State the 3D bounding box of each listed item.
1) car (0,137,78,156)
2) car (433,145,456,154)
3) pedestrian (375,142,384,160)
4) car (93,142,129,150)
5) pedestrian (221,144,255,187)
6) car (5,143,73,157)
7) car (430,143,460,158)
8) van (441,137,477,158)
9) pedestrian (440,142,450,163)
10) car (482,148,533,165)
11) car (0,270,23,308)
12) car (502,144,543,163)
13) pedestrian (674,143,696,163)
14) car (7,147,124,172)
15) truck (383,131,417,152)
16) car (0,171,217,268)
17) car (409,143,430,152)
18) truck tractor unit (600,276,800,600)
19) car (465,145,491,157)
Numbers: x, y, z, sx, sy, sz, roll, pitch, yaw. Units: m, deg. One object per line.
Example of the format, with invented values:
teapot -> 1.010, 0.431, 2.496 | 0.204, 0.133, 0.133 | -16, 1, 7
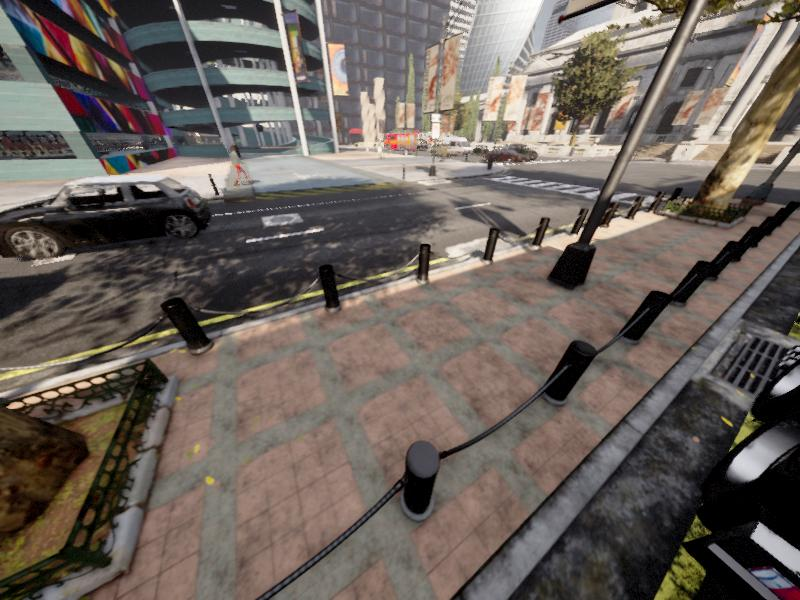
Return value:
car -> -50.148, -21.333, 32.111 | 5.566, 2.045, 2.435 | -18, 39, -24
car -> 8.636, -29.515, 45.280 | 1.994, 1.385, 4.181 | -18, 39, -25
pedestrian -> -2.522, -18.561, 28.711 | 0.751, 1.860, 0.751 | -26, 43, -32
car -> -67.619, -36.238, 54.203 | 4.892, 1.490, 1.837 | -18, 39, -24
pedestrian -> -8.360, -6.959, 11.994 | 0.751, 1.860, 0.751 | -29, 44, -35
car -> -50.200, -20.995, 32.310 | 4.514, 1.523, 2.007 | -18, 39, -24
car -> 6.915, -23.414, 36.054 | 1.932, 1.855, 4.605 | -18, 39, -24
van -> 9.513, -25.121, 37.947 | 1.988, 2.561, 5.915 | -18, 39, -24
pedestrian -> 4.888, -16.063, 25.182 | 0.751, 1.860, 0.751 | -5, 35, -8
car -> 12.753, -17.367, 27.837 | 2.033, 1.411, 5.357 | -18, 39, -24
car -> -8.458, 0.378, 2.081 | 4.892, 1.490, 1.837 | -18, 39, -24
car -> 15.543, -18.813, 29.503 | 1.905, 1.878, 3.866 | -18, 39, -24
pedestrian -> 33.140, -17.102, 26.903 | 0.751, 1.860, 0.751 | -18, 39, -24
car -> -26.756, -11.541, 18.834 | 4.902, 1.511, 2.128 | -18, 39, -24
truck -> -0.128, -37.159, 54.042 | 2.891, 3.827, 8.468 | -28, 44, -35
car -> -7.356, -2.283, 5.924 | 3.806, 1.475, 1.970 | -18, 38, -24
car -> 4.553, -36.243, 54.789 | 2.128, 1.511, 4.902 | -26, 43, -32
truck tractor unit -> 5.128, -0.284, 0.748 | 6.516, 4.208, 3.053 | -18, 39, -23
car -> 13.057, -25.194, 38.943 | 1.789, 1.549, 3.705 | -18, 39, -24
